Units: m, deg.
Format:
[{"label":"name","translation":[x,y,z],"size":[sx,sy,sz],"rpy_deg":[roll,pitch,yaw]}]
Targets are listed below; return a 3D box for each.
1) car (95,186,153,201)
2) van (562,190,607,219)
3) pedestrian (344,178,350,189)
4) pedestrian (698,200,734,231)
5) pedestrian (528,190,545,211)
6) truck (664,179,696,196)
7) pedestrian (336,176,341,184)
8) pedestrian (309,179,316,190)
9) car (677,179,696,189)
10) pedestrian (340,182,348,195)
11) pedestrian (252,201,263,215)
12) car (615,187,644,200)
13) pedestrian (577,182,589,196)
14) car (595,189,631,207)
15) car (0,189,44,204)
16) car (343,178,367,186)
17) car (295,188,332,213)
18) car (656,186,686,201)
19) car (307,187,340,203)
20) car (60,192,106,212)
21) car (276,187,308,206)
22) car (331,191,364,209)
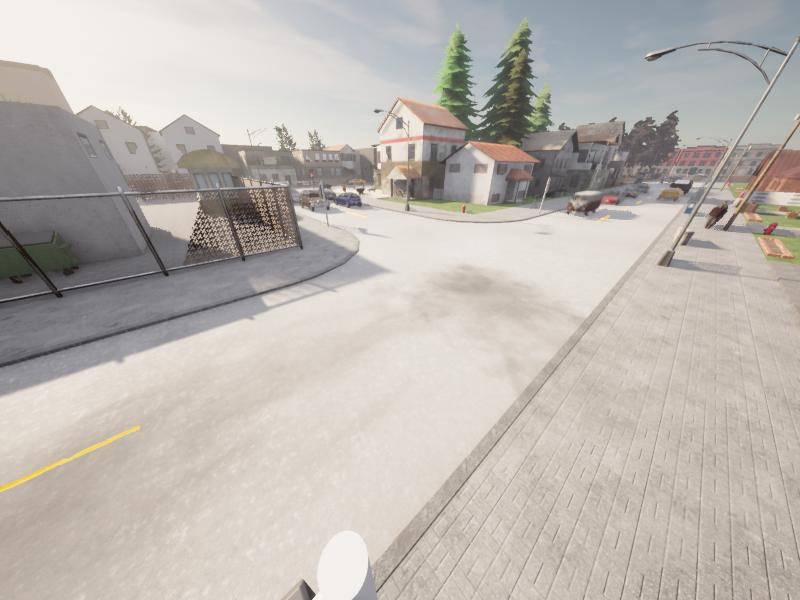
[{"label":"car","translation":[-38.563,-15.028,32.525],"size":[4.902,1.511,2.128],"rpy_deg":[-23,37,-34]},{"label":"van","translation":[17.497,-9.174,21.909],"size":[4.442,1.987,1.775],"rpy_deg":[-23,37,-34]},{"label":"pedestrian","translation":[-10.053,-22.104,43.921],"size":[0.751,1.860,0.751],"rpy_deg":[9,31,15]},{"label":"pedestrian","translation":[21.729,-5.797,15.929],"size":[0.751,1.860,0.751],"rpy_deg":[-23,37,-34]},{"label":"pedestrian","translation":[13.882,-10.197,23.553],"size":[0.751,1.860,0.751],"rpy_deg":[-16,34,-26]},{"label":"truck","translation":[47.248,-19.070,38.940],"size":[6.274,2.098,2.390],"rpy_deg":[-23,37,-34]},{"label":"pedestrian","translation":[-15.849,-31.146,59.834],"size":[0.751,1.860,0.751],"rpy_deg":[-24,38,-35]},{"label":"pedestrian","translation":[-16.574,-21.907,43.817],"size":[0.751,1.860,0.751],"rpy_deg":[5,30,8]},{"label":"car","translation":[60.421,-24.417,48.690],"size":[3.988,1.617,1.851],"rpy_deg":[-22,37,-33]},{"label":"pedestrian","translation":[-8.665,-17.254,35.756],"size":[0.751,1.860,0.751],"rpy_deg":[-25,38,-36]},{"label":"pedestrian","translation":[-13.118,-8.462,21.305],"size":[0.500,1.100,0.500],"rpy_deg":[-23,37,-34]},{"label":"car","translation":[33.314,-15.526,33.530],"size":[4.181,1.385,1.994],"rpy_deg":[-23,37,-34]},{"label":"pedestrian","translation":[28.239,-17.206,35.688],"size":[0.751,1.860,0.751],"rpy_deg":[-19,35,-30]},{"label":"car","translation":[26.003,-12.538,28.196],"size":[4.514,1.525,2.007],"rpy_deg":[-23,37,-34]},{"label":"car","translation":[-49.651,-13.011,29.049],"size":[4.892,1.490,1.837],"rpy_deg":[-23,37,-34]},{"label":"car","translation":[-11.035,-29.263,57.110],"size":[5.366,1.575,1.801],"rpy_deg":[-24,37,-35]},{"label":"car","translation":[-9.197,-10.625,24.531],"size":[1.932,1.855,4.605],"rpy_deg":[-21,36,-32]},{"label":"car","translation":[37.998,-14.950,32.363],"size":[5.008,1.535,1.882],"rpy_deg":[-23,37,-34]},{"label":"car","translation":[-10.279,-14.123,30.987],"size":[2.163,1.488,4.792],"rpy_deg":[-23,37,-34]},{"label":"car","translation":[-33.330,-10.450,24.440],"size":[1.816,1.474,4.193],"rpy_deg":[-23,37,-34]},{"label":"car","translation":[-13.614,-13.088,29.046],"size":[2.033,1.649,4.856],"rpy_deg":[-22,37,-33]},{"label":"car","translation":[-6.095,-11.608,26.637],"size":[1.816,1.474,4.193],"rpy_deg":[-23,37,-34]}]
